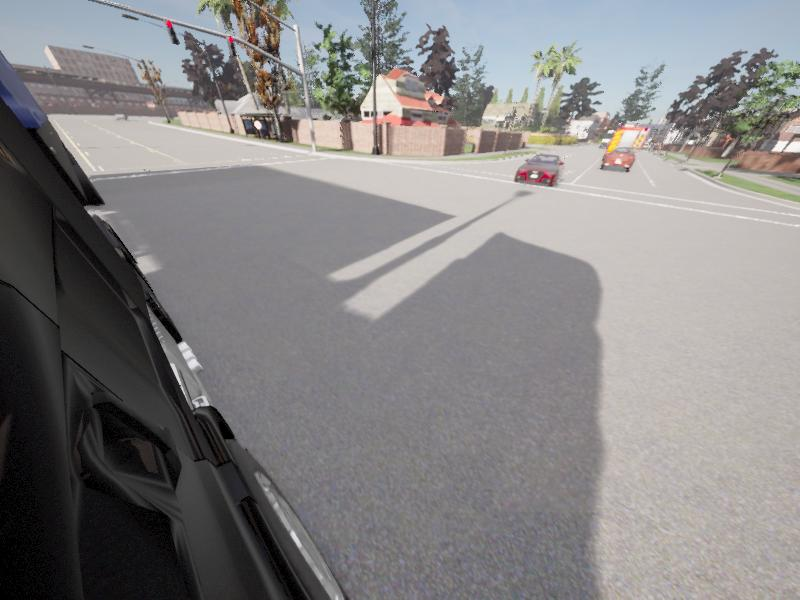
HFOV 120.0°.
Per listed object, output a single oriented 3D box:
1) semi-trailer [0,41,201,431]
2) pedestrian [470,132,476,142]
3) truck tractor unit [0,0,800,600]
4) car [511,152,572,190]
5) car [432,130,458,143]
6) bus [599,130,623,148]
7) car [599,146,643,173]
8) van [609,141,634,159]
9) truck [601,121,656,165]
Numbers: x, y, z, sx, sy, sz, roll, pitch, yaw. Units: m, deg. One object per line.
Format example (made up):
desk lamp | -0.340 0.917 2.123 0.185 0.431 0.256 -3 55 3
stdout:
semi-trailer | -8.688 -3.602 4.252 14.254 4.402 2.717 28 43 30
pedestrian | 16.590 -37.112 52.720 0.751 1.860 0.751 27 43 29
truck tractor unit | -2.645 -0.295 0.351 6.516 4.208 3.053 28 44 30
car | 8.051 -7.389 13.036 1.994 1.385 4.181 25 41 27
car | 9.149 -33.170 46.874 4.605 1.855 1.932 27 43 29
bus | 65.391 -49.750 71.509 3.944 4.253 10.273 27 43 29
car | 19.824 -12.754 20.828 2.152 1.651 5.027 27 43 29
van | 32.915 -22.444 34.452 1.775 1.987 4.442 25 42 27
truck | 27.520 -19.142 28.100 2.891 3.827 8.468 27 43 29
